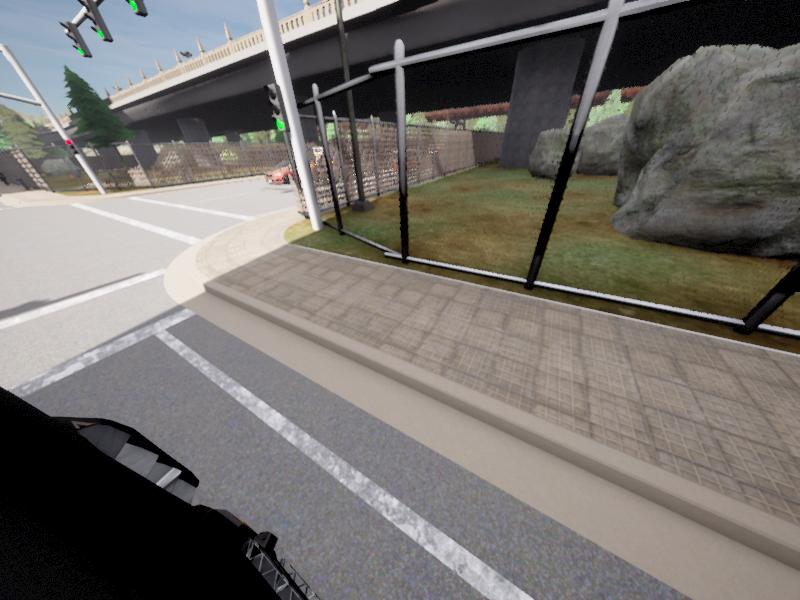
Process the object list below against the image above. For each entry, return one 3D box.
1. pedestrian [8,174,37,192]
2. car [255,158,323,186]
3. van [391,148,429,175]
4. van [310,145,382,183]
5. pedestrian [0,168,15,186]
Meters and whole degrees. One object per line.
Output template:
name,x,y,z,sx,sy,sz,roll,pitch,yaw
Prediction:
pedestrian,-33.664,-10.445,20.594,0.751,1.300,0.751,17,38,26
car,-9.231,-10.997,19.711,2.242,1.667,4.611,16,38,25
van,1.113,-13.639,22.630,1.775,1.987,4.442,16,38,26
van,-4.415,-12.210,20.496,2.351,2.431,6.366,16,38,26
pedestrian,-46.213,-14.292,26.789,0.751,1.860,0.751,17,39,28
